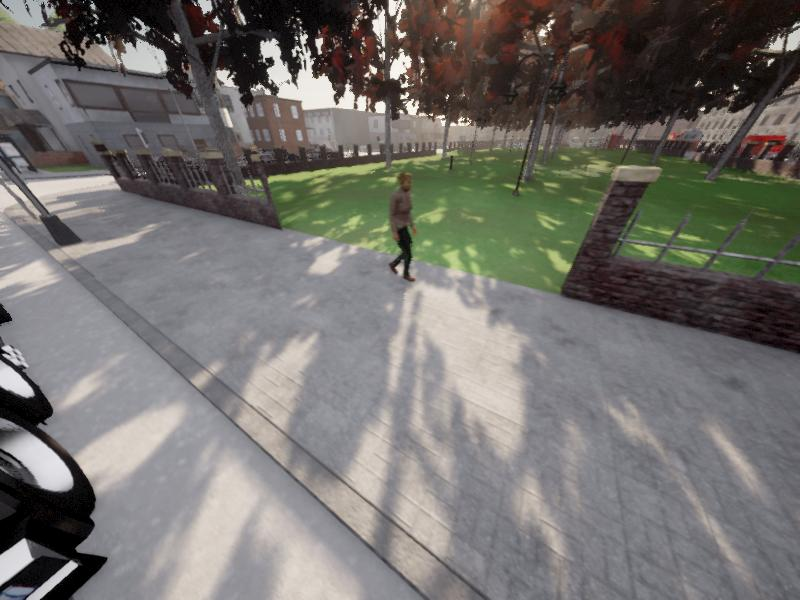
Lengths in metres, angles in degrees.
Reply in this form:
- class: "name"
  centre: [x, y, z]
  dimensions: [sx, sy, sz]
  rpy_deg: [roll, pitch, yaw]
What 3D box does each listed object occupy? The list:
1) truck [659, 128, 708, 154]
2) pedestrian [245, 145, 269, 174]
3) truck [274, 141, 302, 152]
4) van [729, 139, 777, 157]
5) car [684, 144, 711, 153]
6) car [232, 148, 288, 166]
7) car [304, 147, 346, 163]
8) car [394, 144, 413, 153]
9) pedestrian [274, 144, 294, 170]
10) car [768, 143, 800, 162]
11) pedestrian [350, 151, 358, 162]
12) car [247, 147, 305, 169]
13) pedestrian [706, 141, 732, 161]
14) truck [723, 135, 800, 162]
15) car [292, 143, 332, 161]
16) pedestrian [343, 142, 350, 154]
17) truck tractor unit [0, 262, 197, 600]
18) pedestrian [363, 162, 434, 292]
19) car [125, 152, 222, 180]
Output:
- class: "truck"
  centre: [55.309, -31.272, 45.460]
  dimensions: [2.891, 3.827, 8.468]
  rpy_deg: [18, 39, 25]
- class: "pedestrian"
  centre: [-11.193, -11.049, 18.134]
  dimensions: [0.751, 1.860, 0.751]
  rpy_deg: [18, 39, 25]
- class: "truck"
  centre: [-26.827, -36.772, 55.255]
  dimensions: [6.274, 2.098, 2.390]
  rpy_deg: [19, 39, 25]
- class: "van"
  centre: [51.203, -22.191, 33.681]
  dimensions: [1.775, 1.987, 4.442]
  rpy_deg: [18, 39, 25]
- class: "car"
  centre: [60.809, -31.077, 47.341]
  dimensions: [1.895, 1.301, 4.718]
  rpy_deg: [18, 39, 25]
- class: "car"
  centre: [-15.985, -16.635, 26.734]
  dimensions: [2.128, 1.511, 4.902]
  rpy_deg: [18, 39, 25]
- class: "car"
  centre: [-9.287, -18.368, 29.162]
  dimensions: [2.128, 1.511, 4.902]
  rpy_deg: [17, 38, 23]
- class: "car"
  centre: [0.868, -32.949, 50.037]
  dimensions: [1.837, 1.490, 4.892]
  rpy_deg: [18, 39, 25]
- class: "pedestrian"
  centre: [-9.926, -12.256, 19.856]
  dimensions: [0.751, 1.860, 0.751]
  rpy_deg: [18, 39, 25]
- class: "car"
  centre: [45.934, -16.924, 26.474]
  dimensions: [2.033, 1.649, 4.856]
  rpy_deg: [18, 39, 25]
- class: "pedestrian"
  centre: [-5.364, -16.733, 26.912]
  dimensions: [0.500, 1.100, 0.500]
  rpy_deg: [26, 42, 32]
- class: "car"
  centre: [-12.833, -15.047, 24.321]
  dimensions: [2.033, 1.649, 4.856]
  rpy_deg: [17, 39, 24]
- class: "pedestrian"
  centre: [34.962, -16.366, 25.346]
  dimensions: [0.751, 1.860, 0.751]
  rpy_deg: [18, 39, 25]
- class: "truck"
  centre: [41.742, -17.688, 26.880]
  dimensions: [2.627, 2.467, 5.204]
  rpy_deg: [18, 39, 25]
- class: "car"
  centre: [-11.929, -20.375, 31.749]
  dimensions: [1.932, 1.855, 4.605]
  rpy_deg: [20, 40, 27]
- class: "pedestrian"
  centre: [-9.536, -27.179, 41.279]
  dimensions: [0.751, 1.860, 0.751]
  rpy_deg: [24, 41, 30]
- class: "truck tractor unit"
  centre: [-5.111, -0.300, 0.788]
  dimensions: [6.516, 4.208, 3.053]
  rpy_deg: [18, 39, 24]
- class: "pedestrian"
  centre: [-0.006, -1.196, 3.871]
  dimensions: [0.751, 1.860, 0.751]
  rpy_deg: [18, 39, 24]
- class: "car"
  centre: [-17.498, -10.701, 18.220]
  dimensions: [2.128, 1.511, 4.902]
  rpy_deg: [18, 39, 25]
